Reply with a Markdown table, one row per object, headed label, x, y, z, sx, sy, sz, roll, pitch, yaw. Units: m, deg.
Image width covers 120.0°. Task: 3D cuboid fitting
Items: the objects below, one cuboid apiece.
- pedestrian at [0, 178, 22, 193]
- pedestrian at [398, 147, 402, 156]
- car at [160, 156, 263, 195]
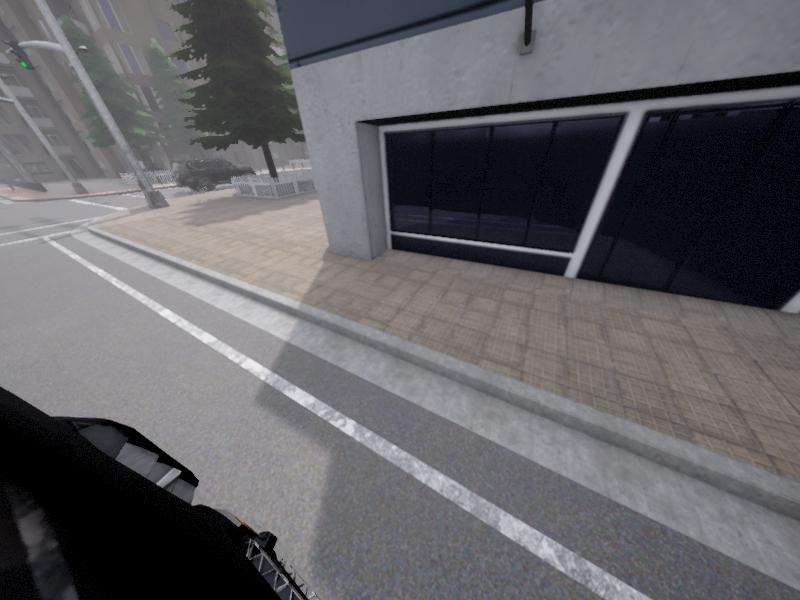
| label | x | y | z | sx | sy | sz | roll | pitch | yaw |
| --- | --- | --- | --- | --- | --- | --- | --- | --- | --- |
| pedestrian | -35.174 | -10.313 | 20.842 | 0.500 | 1.100 | 0.500 | -13 | 35 | -15 |
| pedestrian | 0.096 | -35.874 | 55.888 | 0.751 | 1.860 | 0.751 | 4 | 34 | 11 |
| car | -14.285 | -9.898 | 18.103 | 2.150 | 2.045 | 5.566 | 14 | 38 | 24 |
